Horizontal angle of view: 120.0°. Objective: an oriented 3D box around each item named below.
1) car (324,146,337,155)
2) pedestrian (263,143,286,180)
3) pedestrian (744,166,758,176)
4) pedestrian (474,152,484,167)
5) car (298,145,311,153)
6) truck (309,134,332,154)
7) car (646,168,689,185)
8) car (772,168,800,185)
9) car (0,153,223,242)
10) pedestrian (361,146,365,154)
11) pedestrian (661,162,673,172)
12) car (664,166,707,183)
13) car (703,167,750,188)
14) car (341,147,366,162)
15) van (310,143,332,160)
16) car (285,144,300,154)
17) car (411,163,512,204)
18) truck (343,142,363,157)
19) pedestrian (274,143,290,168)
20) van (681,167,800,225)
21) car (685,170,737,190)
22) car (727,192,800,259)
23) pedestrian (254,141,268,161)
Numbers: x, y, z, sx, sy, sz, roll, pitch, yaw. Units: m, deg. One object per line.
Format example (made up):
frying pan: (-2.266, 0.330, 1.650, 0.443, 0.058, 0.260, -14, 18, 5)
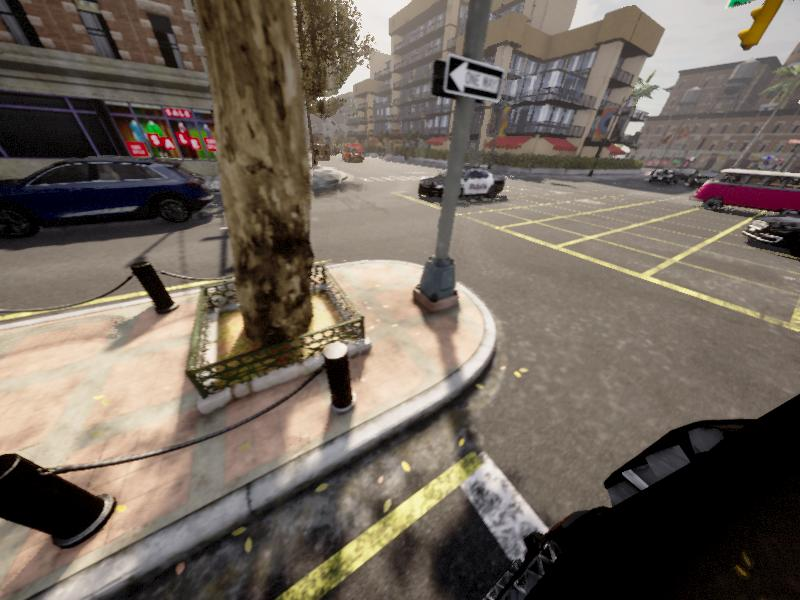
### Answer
car: (-16.015, -34.516, 53.370, 1.789, 1.549, 3.705, -16, 38, -27)
pedestrian: (-7.609, -8.363, 13.985, 0.751, 1.860, 0.751, -16, 38, -26)
pedestrian: (74.558, -27.349, 49.074, 0.751, 1.860, 0.751, -15, 37, -25)
pedestrian: (12.154, -21.748, 35.728, 0.751, 1.860, 0.751, -16, 38, -27)
car: (-24.615, -38.974, 59.472, 1.837, 1.490, 4.892, -16, 38, -27)
truck: (-20.176, -39.504, 58.511, 2.891, 3.827, 8.468, -16, 38, -27)
car: (30.655, -14.242, 26.523, 3.806, 1.475, 1.970, -16, 38, -26)
car: (62.750, -19.009, 35.724, 2.150, 2.045, 5.566, 12, 34, 13)
car: (-8.153, -2.973, 6.342, 4.856, 1.649, 2.033, -19, 39, -30)
pedestrian: (-9.537, -39.046, 60.120, 0.751, 1.860, 0.751, -17, 38, -27)
pedestrian: (59.004, -29.288, 51.054, 0.751, 1.860, 0.751, -15, 38, -25)
car: (36.407, -15.987, 29.458, 5.238, 1.638, 1.930, -16, 38, -26)
car: (37.663, -14.203, 26.650, 4.605, 1.855, 1.932, -16, 38, -26)
car: (-7.257, -22.460, 35.659, 2.097, 1.767, 4.553, -16, 38, -27)
van: (-12.887, -24.208, 37.627, 2.069, 2.038, 4.480, -16, 38, -27)
car: (-25.920, -36.394, 55.626, 2.152, 1.651, 5.027, -16, 38, -27)
car: (3.303, -6.299, 12.348, 4.974, 1.542, 2.038, -16, 38, -26)
truck: (-10.433, -33.324, 51.185, 2.627, 2.467, 5.204, -16, 38, -27)
pedestrian: (-10.388, -12.685, 20.287, 0.751, 1.860, 0.751, -18, 39, -28)
van: (18.416, -5.457, 11.850, 1.775, 1.987, 4.442, -16, 38, -27)
car: (32.281, -12.494, 23.965, 4.974, 1.542, 2.038, -16, 38, -27)
car: (13.315, -1.650, 6.151, 4.892, 1.490, 1.837, 23, 38, 27)
pedestrian: (-15.423, -16.493, 25.636, 0.751, 1.860, 0.751, -21, 40, -31)
